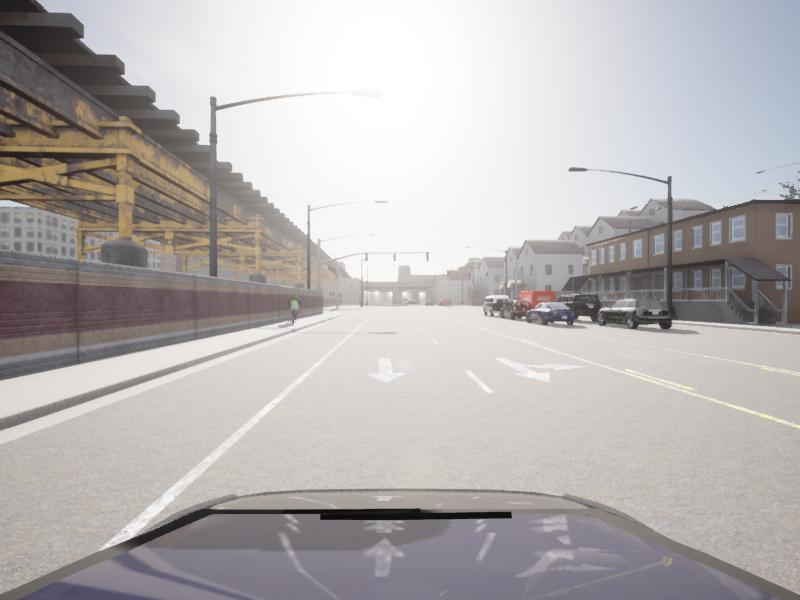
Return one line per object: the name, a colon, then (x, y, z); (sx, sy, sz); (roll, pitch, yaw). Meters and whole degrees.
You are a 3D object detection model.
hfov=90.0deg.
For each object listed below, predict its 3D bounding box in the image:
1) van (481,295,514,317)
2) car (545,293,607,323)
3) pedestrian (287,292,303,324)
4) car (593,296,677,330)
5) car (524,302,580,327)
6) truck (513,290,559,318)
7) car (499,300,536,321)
van: (9.459, 0.571, 39.230); (2.069, 2.038, 4.480); (0, 0, -2)
car: (13.168, 0.568, 30.403); (2.150, 2.045, 5.566); (0, 0, -1)
pedestrian: (-6.281, 0.485, 23.878); (0.751, 1.860, 0.751); (0, 0, 2)
car: (13.378, 0.694, 23.174); (2.097, 1.767, 4.553); (0, 0, -2)
car: (9.787, 0.870, 26.232); (1.812, 1.442, 4.674); (0, 0, -1)
truck: (12.863, 0.357, 38.263); (2.627, 2.467, 5.204); (0, 0, 0)
car: (9.620, 0.788, 33.092); (1.851, 1.617, 3.988); (0, 0, -2)
